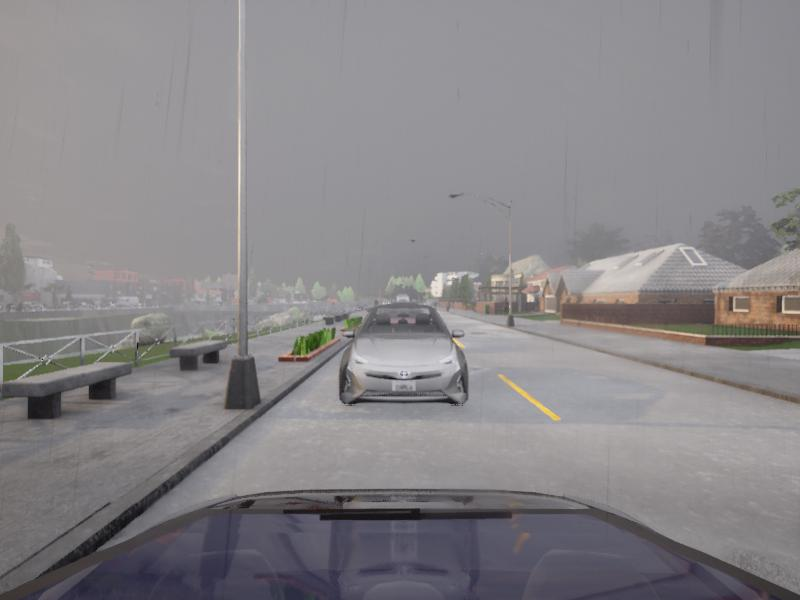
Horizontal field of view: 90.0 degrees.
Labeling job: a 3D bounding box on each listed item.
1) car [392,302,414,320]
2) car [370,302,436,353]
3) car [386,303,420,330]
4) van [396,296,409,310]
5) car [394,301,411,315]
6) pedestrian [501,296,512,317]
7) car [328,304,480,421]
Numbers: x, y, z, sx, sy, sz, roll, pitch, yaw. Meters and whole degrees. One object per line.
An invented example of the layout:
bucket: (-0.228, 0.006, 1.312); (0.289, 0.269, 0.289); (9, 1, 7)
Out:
car: (0.262, 0.898, 35.334); (1.845, 1.501, 3.633); (0, 0, 0)
car: (0.112, 0.857, 14.392); (2.007, 1.525, 4.514); (0, 0, 0)
car: (0.179, 0.902, 23.543); (1.816, 1.474, 4.193); (0, 0, 0)
van: (0.551, 0.522, 75.335); (2.351, 2.431, 6.366); (0, 0, 0)
car: (0.345, 0.916, 46.626); (1.882, 1.535, 5.008); (0, 0, 0)
pedestrian: (9.419, 0.604, 35.451); (0.751, 1.860, 0.751); (0, 0, 0)
car: (0.061, 0.845, 7.554); (2.007, 1.525, 4.514); (0, 0, 0)
